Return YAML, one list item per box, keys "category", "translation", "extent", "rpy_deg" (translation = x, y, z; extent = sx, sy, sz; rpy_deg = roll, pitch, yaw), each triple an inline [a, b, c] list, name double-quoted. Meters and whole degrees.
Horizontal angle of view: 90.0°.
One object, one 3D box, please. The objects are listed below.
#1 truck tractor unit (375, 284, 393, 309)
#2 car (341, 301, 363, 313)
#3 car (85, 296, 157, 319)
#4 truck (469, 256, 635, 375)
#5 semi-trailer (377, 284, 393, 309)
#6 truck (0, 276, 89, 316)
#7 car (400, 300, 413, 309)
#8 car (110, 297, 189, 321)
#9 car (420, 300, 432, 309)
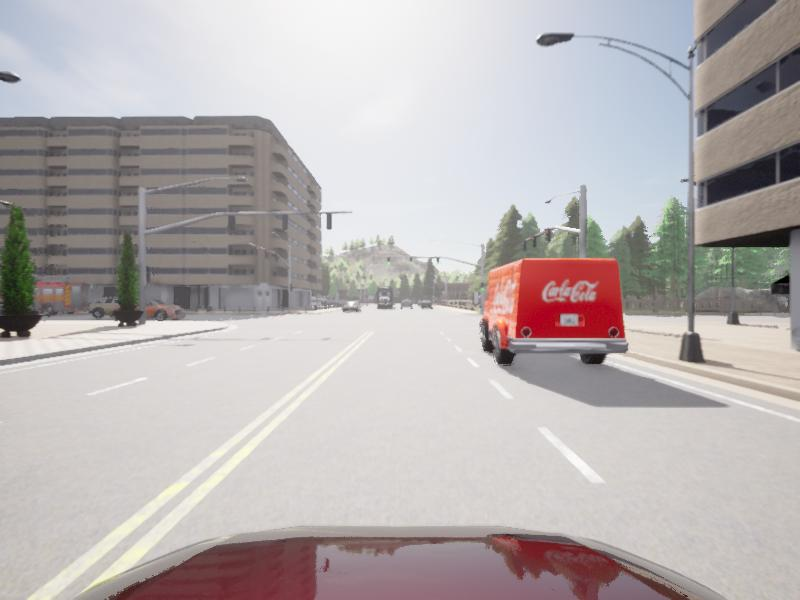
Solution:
- category: "truck tractor unit"
  translation: [-2.776, -0.517, 71.299]
  extent: [3.053, 4.208, 6.516]
  rpy_deg: [0, 0, -2]
- category: "car"
  translation: [-6.174, 0.856, 51.626]
  extent: [2.163, 1.488, 4.792]
  rpy_deg: [0, 0, 1]
- category: "car"
  translation: [-23.015, 0.600, 33.122]
  extent: [4.605, 1.855, 1.932]
  rpy_deg: [0, 0, 1]
- category: "truck"
  translation: [3.613, 0.348, 10.942]
  extent: [2.627, 2.467, 5.204]
  rpy_deg: [0, -1, 1]
- category: "semi-trailer"
  translation: [-2.816, -0.609, 79.208]
  extent: [2.717, 4.402, 14.254]
  rpy_deg: [0, 0, 0]
- category: "truck"
  translation: [-36.745, -0.373, 40.447]
  extent: [8.468, 3.827, 2.891]
  rpy_deg: [0, 0, 1]
- category: "car"
  translation: [1.206, 0.787, 73.276]
  extent: [2.152, 1.651, 5.027]
  rpy_deg: [0, 0, 1]
- category: "car"
  translation: [-18.390, 0.642, 29.498]
  extent: [4.553, 1.767, 2.097]
  rpy_deg: [0, 0, 2]
- category: "car"
  translation: [4.689, 0.778, 72.244]
  extent: [1.930, 1.638, 5.238]
  rpy_deg: [0, 0, 1]
